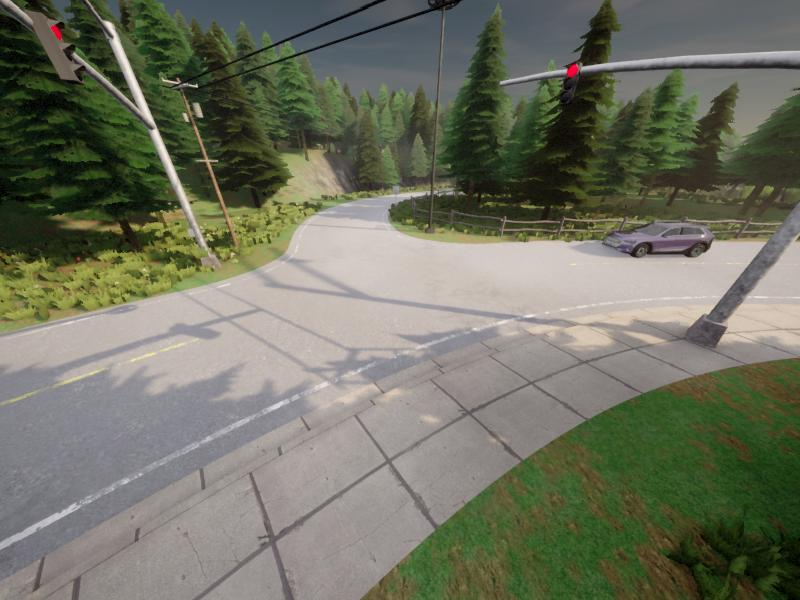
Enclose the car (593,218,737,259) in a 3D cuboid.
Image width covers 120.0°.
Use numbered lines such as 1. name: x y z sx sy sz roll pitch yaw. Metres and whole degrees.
1. car: 13.963 -3.365 12.511 4.856 1.649 2.033 0 30 0
